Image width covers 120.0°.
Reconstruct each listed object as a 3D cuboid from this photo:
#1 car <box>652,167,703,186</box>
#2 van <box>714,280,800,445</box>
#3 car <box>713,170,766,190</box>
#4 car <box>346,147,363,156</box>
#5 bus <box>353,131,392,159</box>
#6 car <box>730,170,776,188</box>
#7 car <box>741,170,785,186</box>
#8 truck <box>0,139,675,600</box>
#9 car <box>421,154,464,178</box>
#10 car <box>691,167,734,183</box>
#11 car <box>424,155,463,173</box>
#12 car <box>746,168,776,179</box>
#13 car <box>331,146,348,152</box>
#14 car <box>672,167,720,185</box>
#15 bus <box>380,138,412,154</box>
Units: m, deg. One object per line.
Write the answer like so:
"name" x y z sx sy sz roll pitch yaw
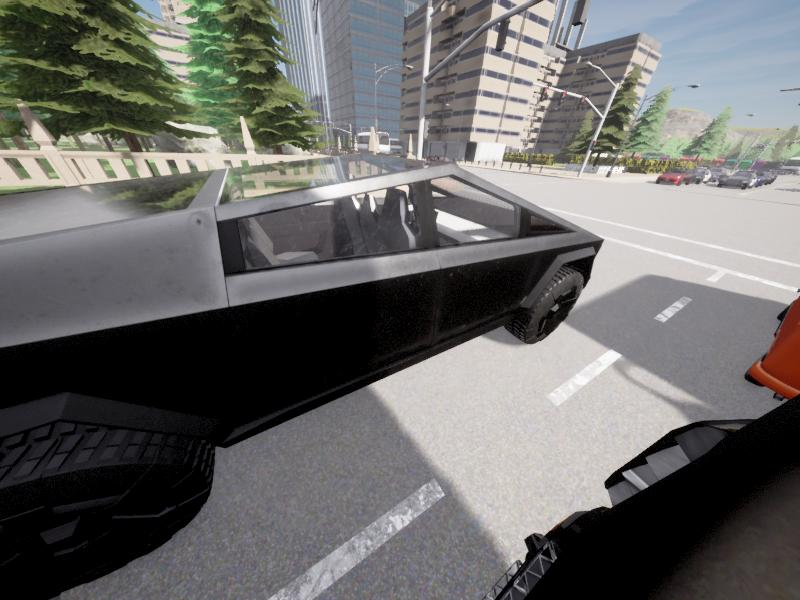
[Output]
"car" 29.417 -13.116 24.511 4.514 1.525 2.007 -15 37 -25
"van" 5.895 0.159 2.347 4.442 1.987 1.775 -16 38 -26
"car" 35.671 -12.623 24.239 4.974 1.542 2.038 -16 38 -26
"car" -10.942 -35.663 55.395 2.128 1.511 4.902 -16 38 -26
"bus" -5.878 -31.681 47.309 3.944 4.253 10.273 -16 38 -26
"car" 41.714 -14.344 27.287 4.514 1.525 2.007 -16 38 -26
"car" 47.226 -15.909 30.073 4.902 1.511 2.128 -16 38 -26
"truck" -0.487 -0.310 2.468 6.274 2.098 2.390 -16 38 -26
"car" 3.992 -13.003 22.347 1.851 1.617 3.988 -14 37 -24
"car" 40.866 -16.380 30.196 4.856 1.649 2.033 -16 38 -26
"car" 4.912 -15.963 27.017 1.812 1.442 4.674 -16 38 -26
"car" 70.930 -24.914 45.389 4.611 1.667 2.242 -16 38 -26
"car" -18.776 -46.877 71.757 4.718 1.301 1.895 5 34 3
"car" 34.844 -14.625 27.187 4.974 1.542 2.038 -16 38 -26
"bus" -1.486 -53.517 80.382 10.273 4.253 3.944 -16 38 -26
